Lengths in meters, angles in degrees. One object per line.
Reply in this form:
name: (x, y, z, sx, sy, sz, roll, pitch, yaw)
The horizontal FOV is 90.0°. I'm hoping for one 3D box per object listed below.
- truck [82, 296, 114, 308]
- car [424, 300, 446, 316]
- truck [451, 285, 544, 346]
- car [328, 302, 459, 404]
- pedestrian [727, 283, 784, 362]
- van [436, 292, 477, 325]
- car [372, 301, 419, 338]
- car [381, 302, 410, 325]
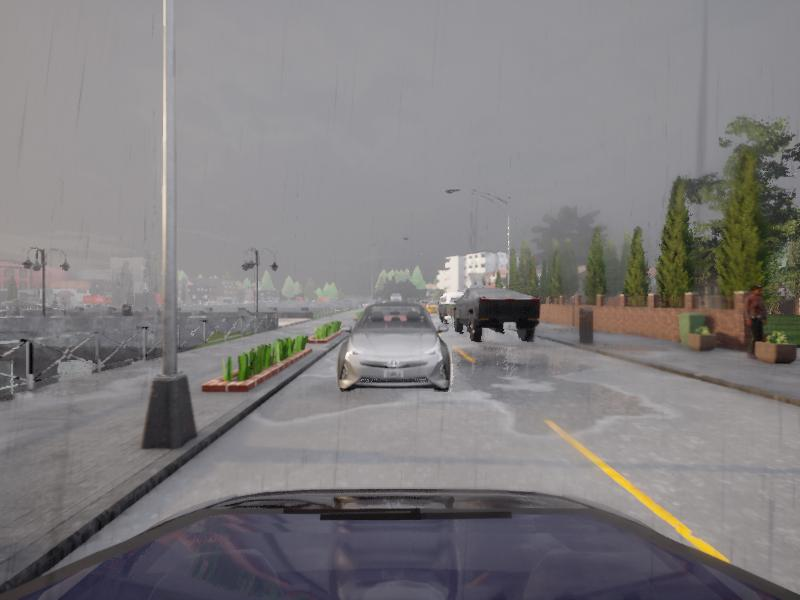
truck: (-62.504, 0.350, 82.891, 2.627, 2.467, 5.204, 0, 0, -1)
car: (3.559, 0.796, 41.676, 1.801, 1.575, 5.366, 0, 0, 0)
truck: (3.786, 0.540, 16.989, 2.390, 2.098, 6.274, 0, 0, 0)
car: (-0.101, 0.828, 8.392, 2.007, 1.525, 4.514, 0, 0, 0)
pedestrian: (8.728, 0.532, 9.853, 0.751, 1.860, 0.751, 0, 0, -8)
van: (3.695, 0.563, 26.993, 2.069, 2.038, 4.480, 0, -1, -1)
car: (-0.184, 0.827, 19.047, 2.007, 1.525, 4.514, 0, 0, 0)
car: (-0.334, 0.852, 27.247, 1.816, 1.474, 4.193, 0, 0, -1)
